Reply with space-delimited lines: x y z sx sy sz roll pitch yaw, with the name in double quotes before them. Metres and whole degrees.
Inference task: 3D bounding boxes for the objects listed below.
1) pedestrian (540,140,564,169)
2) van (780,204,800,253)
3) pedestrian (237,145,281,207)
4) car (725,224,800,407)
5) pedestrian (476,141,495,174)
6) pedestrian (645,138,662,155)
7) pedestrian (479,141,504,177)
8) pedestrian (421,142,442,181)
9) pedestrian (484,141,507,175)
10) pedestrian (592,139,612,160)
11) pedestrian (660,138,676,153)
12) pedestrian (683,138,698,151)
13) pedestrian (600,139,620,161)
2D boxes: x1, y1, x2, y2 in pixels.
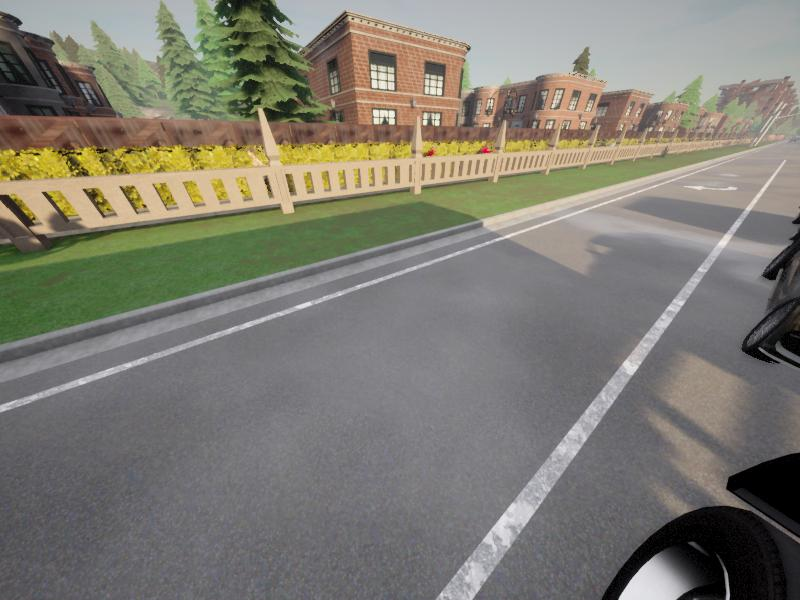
"pedestrian" 11.864 -11.401 18.095 0.751 1.860 0.751 -23 41 -28
"van" 11.567 -2.375 5.484 4.442 1.987 1.775 -22 41 -28
"pedestrian" -5.040 -4.448 8.339 0.751 1.860 0.751 -22 41 -28
"car" 6.485 -0.149 2.686 5.027 1.651 2.152 -22 41 -28
"pedestrian" 5.724 -9.578 15.548 0.751 1.860 0.751 7 36 10
"pedestrian" 34.893 -21.145 31.770 0.751 1.860 0.751 -22 41 -28
"pedestrian" 5.676 -8.771 14.402 0.751 1.860 0.751 -22 41 -28
"pedestrian" 1.806 -7.969 13.290 0.751 1.860 0.751 -21 40 -27
"pedestrian" 6.311 -9.412 15.308 0.751 1.860 0.751 28 44 34
"pedestrian" 21.243 -15.862 24.363 0.751 1.860 0.751 -23 41 -28
"pedestrian" 39.455 -22.761 34.034 0.751 1.860 0.751 -23 41 -29
"pedestrian" 49.095 -26.367 39.096 0.751 1.860 0.751 -25 42 -31
"pedestrian" 21.472 -15.340 23.621 0.751 1.860 0.751 27 43 33
